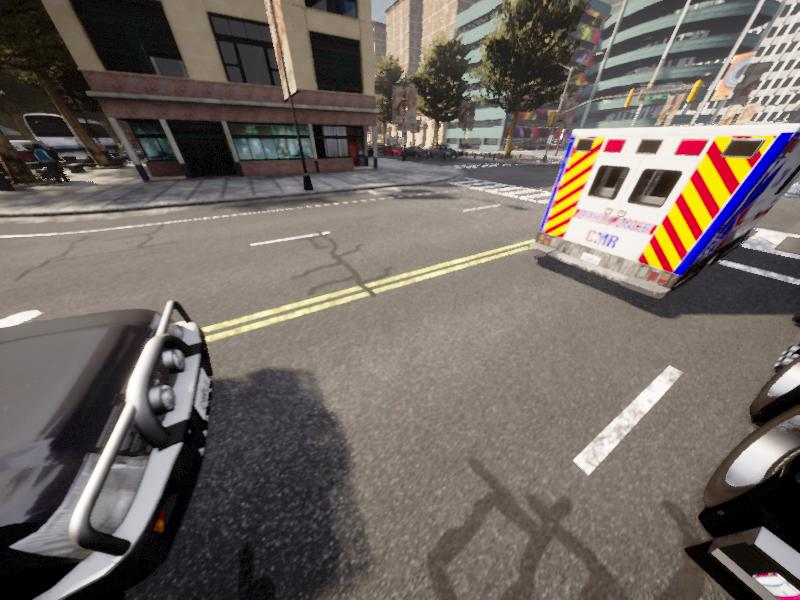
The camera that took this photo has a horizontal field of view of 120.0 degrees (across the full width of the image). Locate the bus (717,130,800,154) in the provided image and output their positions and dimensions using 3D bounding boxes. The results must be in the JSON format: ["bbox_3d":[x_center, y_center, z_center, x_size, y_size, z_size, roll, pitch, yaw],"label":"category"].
[{"bbox_3d":[82.317,-36.662,53.526,3.944,4.253,10.273,6,35,8],"label":"bus"}]

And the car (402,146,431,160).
[{"bbox_3d":[2.238,-20.813,32.633,1.812,1.442,4.674,-18,39,-24],"label":"car"}]

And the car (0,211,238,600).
[{"bbox_3d":[-3.529,1.113,0.715,4.605,1.855,1.932,-16,38,-25],"label":"car"}]

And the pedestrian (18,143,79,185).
[{"bbox_3d":[-18.519,-7.187,12.242,0.751,1.860,0.751,-13,37,-19],"label":"pedestrian"}]

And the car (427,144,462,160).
[{"bbox_3d":[6.170,-20.940,32.647,2.242,1.667,4.611,-18,39,-24],"label":"car"}]

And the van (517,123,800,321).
[{"bbox_3d":[6.003,-2.143,4.996,6.366,2.431,2.351,-18,39,-24],"label":"van"}]

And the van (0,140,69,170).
[{"bbox_3d":[-33.589,-13.249,20.983,2.069,2.038,4.480,-18,39,-24],"label":"van"}]

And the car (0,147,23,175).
[{"bbox_3d":[-29.957,-9.445,15.898,1.930,1.638,5.238,-18,39,-24],"label":"car"}]

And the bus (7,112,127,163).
[{"bbox_3d":[-39.209,-19.664,28.213,3.944,4.253,10.273,-18,39,-24],"label":"bus"}]

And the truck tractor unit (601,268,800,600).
[{"bbox_3d":[5.117,-0.295,0.771,6.516,4.208,3.053,-18,39,-24],"label":"truck tractor unit"}]

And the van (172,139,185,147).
[{"bbox_3d":[-69.515,-49.314,72.539,1.775,1.987,4.442,-18,39,-24],"label":"van"}]

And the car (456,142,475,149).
[{"bbox_3d":[18.590,-44.029,65.892,2.161,1.482,4.786,-18,39,-24],"label":"car"}]

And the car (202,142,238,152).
[{"bbox_3d":[-36.568,-31.183,47.112,5.366,1.575,1.801,-18,39,-25],"label":"car"}]
